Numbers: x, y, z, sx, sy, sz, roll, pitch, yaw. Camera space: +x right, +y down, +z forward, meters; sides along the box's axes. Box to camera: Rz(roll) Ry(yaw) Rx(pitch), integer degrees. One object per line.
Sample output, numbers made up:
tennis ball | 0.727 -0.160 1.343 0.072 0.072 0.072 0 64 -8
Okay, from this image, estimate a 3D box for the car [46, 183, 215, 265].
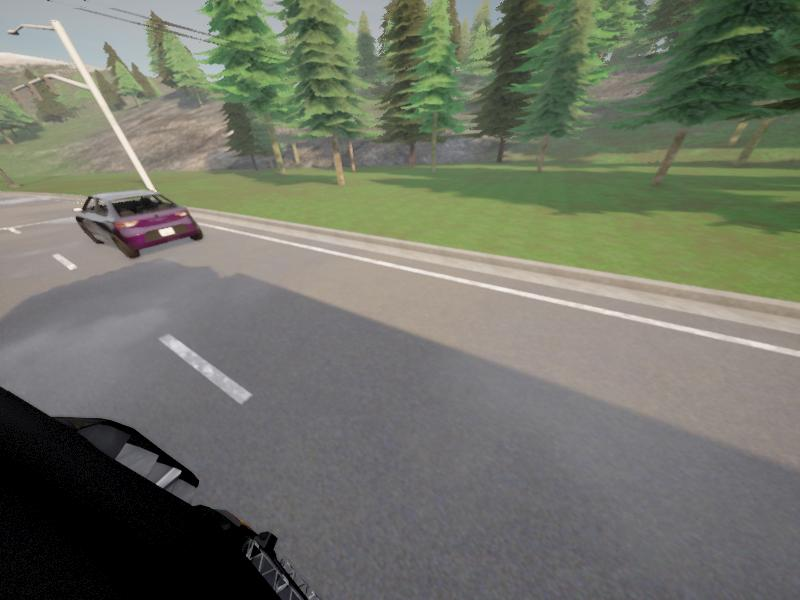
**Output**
car | -7.916 -2.451 6.829 4.193 1.474 1.816 16 38 25
